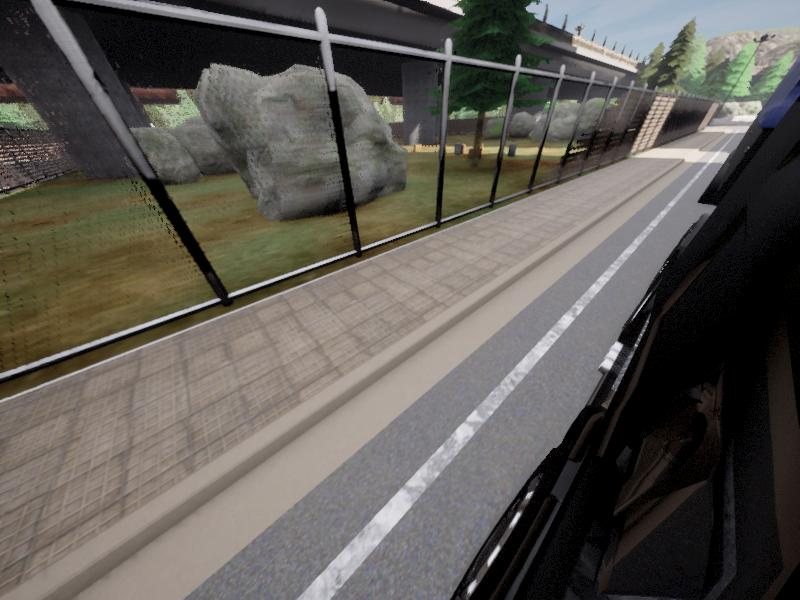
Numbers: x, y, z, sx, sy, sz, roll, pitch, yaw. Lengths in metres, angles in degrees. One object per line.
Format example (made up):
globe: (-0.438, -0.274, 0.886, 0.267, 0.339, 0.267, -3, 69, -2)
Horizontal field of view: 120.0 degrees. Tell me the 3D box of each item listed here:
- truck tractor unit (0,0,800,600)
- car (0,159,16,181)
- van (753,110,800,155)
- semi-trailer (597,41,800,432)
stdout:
truck tractor unit: (2.645, -0.295, 0.352, 6.516, 4.208, 3.053, -28, 44, -30)
car: (-34.107, -10.430, 18.409, 2.097, 1.767, 4.553, -28, 44, -30)
van: (24.527, -10.108, 13.816, 4.480, 2.038, 2.069, -18, 39, -19)
semi-trailer: (8.705, -3.609, 4.208, 14.254, 4.402, 2.717, -28, 44, -30)
